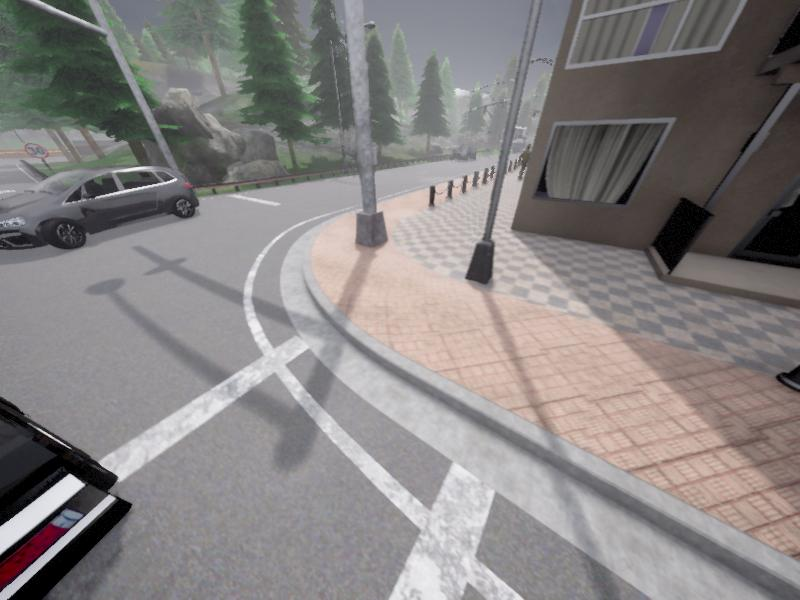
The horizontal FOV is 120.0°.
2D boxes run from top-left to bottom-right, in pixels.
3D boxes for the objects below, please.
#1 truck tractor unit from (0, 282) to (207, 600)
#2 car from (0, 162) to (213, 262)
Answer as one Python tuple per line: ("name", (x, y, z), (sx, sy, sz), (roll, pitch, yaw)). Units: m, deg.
("truck tractor unit", (-5.252, -0.126, 0.527), (6.516, 4.208, 3.053), (12, 37, 16))
("car", (-8.973, -2.997, 6.934), (2.242, 1.667, 4.611), (9, 36, 13))
